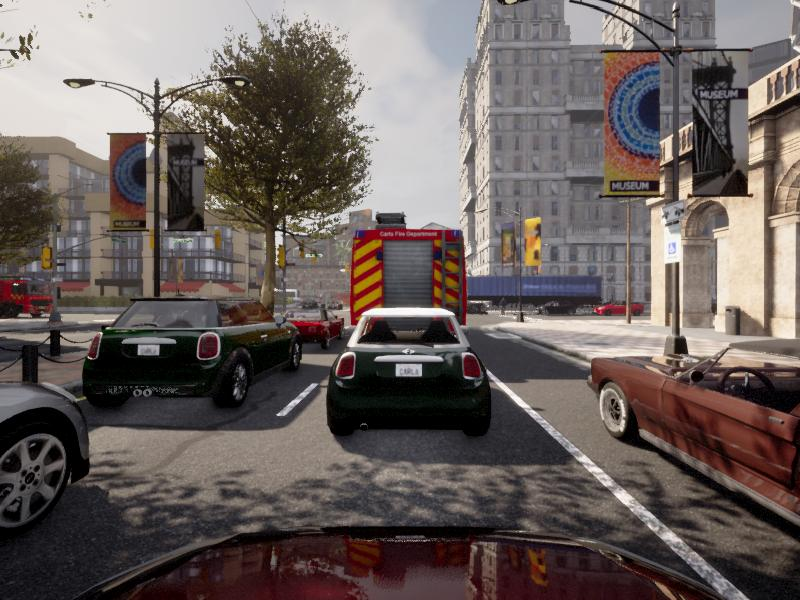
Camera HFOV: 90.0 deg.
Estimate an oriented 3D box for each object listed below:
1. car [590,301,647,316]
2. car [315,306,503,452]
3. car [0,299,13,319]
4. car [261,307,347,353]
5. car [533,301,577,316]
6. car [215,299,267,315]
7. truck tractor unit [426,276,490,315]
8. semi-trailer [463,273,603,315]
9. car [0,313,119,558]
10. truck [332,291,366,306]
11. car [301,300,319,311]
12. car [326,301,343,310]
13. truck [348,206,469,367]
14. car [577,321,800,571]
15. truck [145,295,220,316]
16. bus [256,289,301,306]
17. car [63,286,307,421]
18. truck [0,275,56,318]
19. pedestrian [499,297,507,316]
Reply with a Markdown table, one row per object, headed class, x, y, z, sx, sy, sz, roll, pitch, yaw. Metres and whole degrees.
| class | x | y | z | sx | sy | sz | roll | pitch | yaw |
| --- | --- | --- | --- | --- | --- | --- | --- | --- | --- |
| car | 21.629 | 0.828 | 39.734 | 4.514 | 1.525 | 2.007 | 0 | 0 | 1 |
| car | 0.119 | 0.853 | 6.110 | 1.970 | 1.475 | 3.806 | 0 | 0 | 1 |
| car | -36.048 | 0.771 | 33.548 | 5.238 | 1.638 | 1.930 | 0 | 0 | 0 |
| car | -3.218 | 0.944 | 14.445 | 1.895 | 1.301 | 4.718 | 0 | 0 | 1 |
| car | 15.373 | 0.827 | 39.827 | 3.633 | 1.501 | 1.845 | 0 | 0 | 1 |
| car | -17.312 | 0.779 | 43.787 | 4.856 | 1.649 | 2.033 | 0 | 0 | 1 |
| truck tractor unit | 6.561 | -0.521 | 45.530 | 6.516 | 4.208 | 3.053 | 0 | 0 | 28 |
| semi-trailer | 14.192 | -0.622 | 43.800 | 14.254 | 4.402 | 2.717 | 0 | 0 | 8 |
| car | -3.473 | 0.853 | 1.600 | 1.970 | 1.475 | 3.806 | 0 | 0 | 1 |
| truck | -13.348 | -0.321 | 105.576 | 8.468 | 3.827 | 2.891 | 0 | 0 | 2 |
| car | -13.798 | 0.815 | 61.323 | 1.789 | 1.549 | 3.705 | 0 | 0 | 1 |
| car | -10.261 | 0.853 | 63.188 | 1.970 | 1.475 | 3.806 | 0 | 0 | 1 |
| truck | 0.274 | -0.321 | 13.781 | 2.891 | 3.827 | 8.468 | 0 | 0 | 1 |
| car | 3.308 | 0.938 | 3.058 | 1.895 | 1.301 | 4.718 | 0 | 0 | 1 |
| truck | -21.829 | 0.542 | 40.351 | 6.274 | 2.098 | 2.390 | 0 | 0 | 1 |
| bus | -30.942 | -0.534 | 102.441 | 10.273 | 4.253 | 3.944 | 0 | 0 | 2 |
| car | -3.355 | 0.694 | 7.527 | 2.097 | 1.767 | 4.553 | 0 | 0 | 1 |
| truck | -37.345 | -0.320 | 37.063 | 8.468 | 3.827 | 2.891 | 0 | 0 | 1 |
| pedestrian | 10.333 | 0.637 | 40.020 | 0.751 | 1.860 | 0.751 | 0 | 0 | 11 |
